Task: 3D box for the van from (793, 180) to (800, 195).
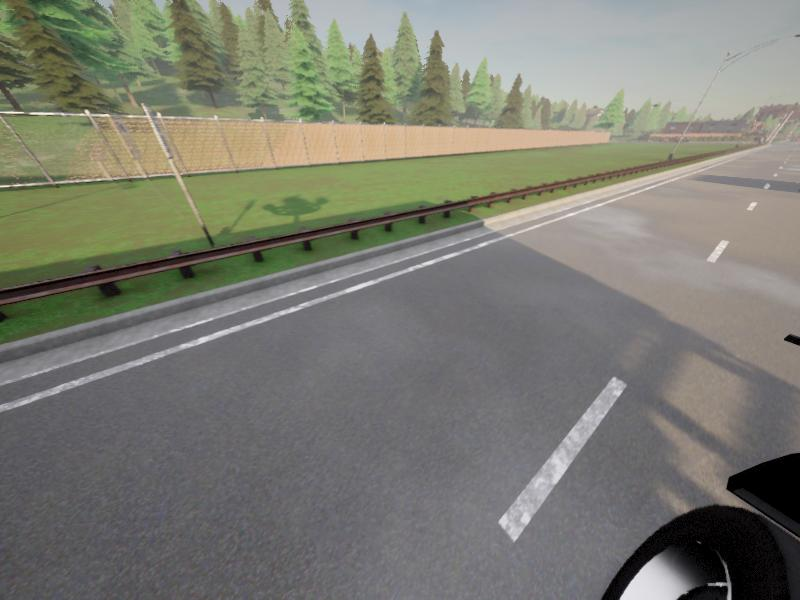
[{"bbox_3d":[20.583,-6.055,10.574,4.442,1.987,1.775,-23,41,-27],"label":"van"}]
